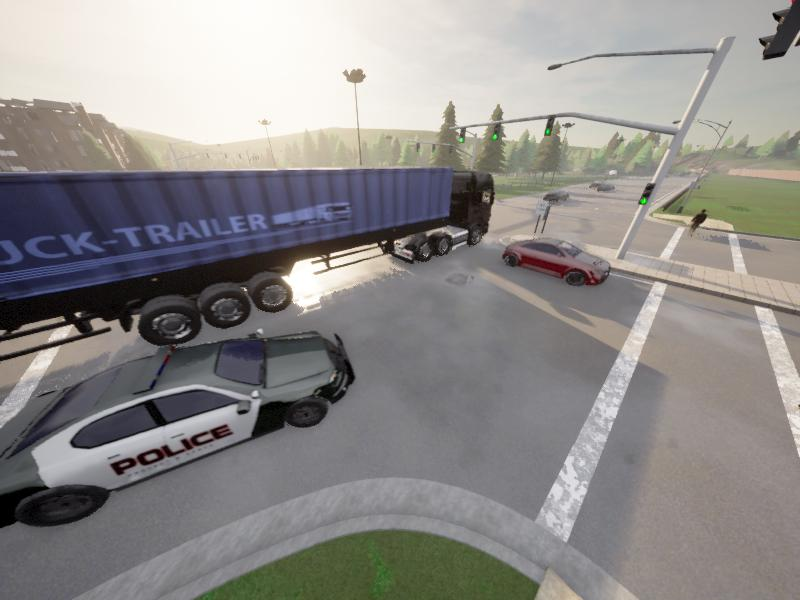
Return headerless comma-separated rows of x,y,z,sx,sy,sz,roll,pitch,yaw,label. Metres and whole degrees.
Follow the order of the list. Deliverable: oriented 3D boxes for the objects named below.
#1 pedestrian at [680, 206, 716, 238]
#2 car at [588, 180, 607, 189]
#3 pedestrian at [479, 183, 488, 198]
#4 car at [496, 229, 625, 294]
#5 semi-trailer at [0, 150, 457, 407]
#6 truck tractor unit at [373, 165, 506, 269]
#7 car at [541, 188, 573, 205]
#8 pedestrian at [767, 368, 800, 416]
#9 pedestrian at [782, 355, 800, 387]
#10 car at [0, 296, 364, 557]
19.863,-5.199,15.462,0.751,1.860,0.751,25,39,37,pedestrian
44.909,-26.315,52.501,4.674,1.442,1.812,-23,37,-34,car
12.434,-16.390,34.540,0.751,1.860,0.751,-7,31,-11,pedestrian
6.891,-1.952,10.378,1.994,1.385,4.181,-23,37,-35,car
-3.806,-2.430,8.155,14.254,4.402,2.717,-23,37,-34,semi-trailer
2.239,-4.903,12.627,6.516,4.208,3.053,-23,37,-34,truck tractor unit
21.187,-14.019,31.156,4.892,1.490,1.837,-23,37,-34,car
8.078,1.361,4.160,0.751,1.860,0.751,-14,33,-23,pedestrian
8.965,1.365,4.853,0.500,1.100,0.500,-24,38,-35,pedestrian
-3.399,1.581,4.099,4.974,1.542,2.038,-14,33,-22,car
